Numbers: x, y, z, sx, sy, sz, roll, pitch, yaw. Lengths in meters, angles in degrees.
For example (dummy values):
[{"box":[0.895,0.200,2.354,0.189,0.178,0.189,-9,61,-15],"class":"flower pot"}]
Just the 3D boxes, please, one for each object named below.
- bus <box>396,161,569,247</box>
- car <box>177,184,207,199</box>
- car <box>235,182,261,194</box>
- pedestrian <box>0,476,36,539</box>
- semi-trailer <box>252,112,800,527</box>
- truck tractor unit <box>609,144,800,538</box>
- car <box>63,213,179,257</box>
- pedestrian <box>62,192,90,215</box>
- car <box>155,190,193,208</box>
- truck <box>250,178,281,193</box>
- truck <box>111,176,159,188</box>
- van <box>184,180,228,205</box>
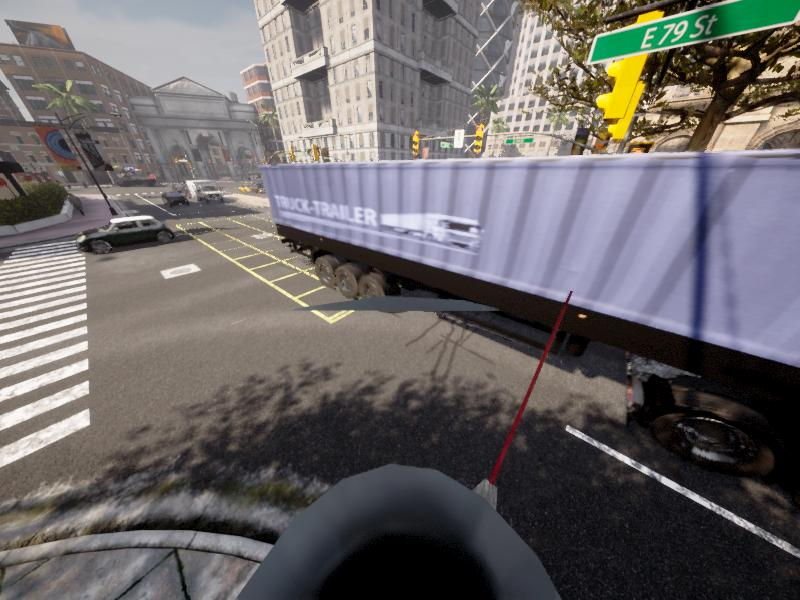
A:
[{"box":[4.914,-7.339,16.467,10.273,4.253,3.944,23,37,34],"class":"bus"},{"box":[-31.092,-16.241,34.507,4.856,1.649,2.033,23,37,34],"class":"car"},{"box":[-26.500,-19.516,40.229,5.366,1.575,1.801,23,37,34],"class":"car"},{"box":[-5.318,2.116,2.428,0.751,1.860,0.751,12,32,20],"class":"pedestrian"},{"box":[0.957,-1.634,6.416,14.254,4.402,2.717,23,37,34],"class":"semi-trailer"},{"box":[7.013,0.996,2.049,6.516,4.208,3.053,23,37,34],"class":"truck tractor unit"},{"box":[-15.636,-3.861,13.216,1.970,1.475,3.806,23,37,34],"class":"car"},{"box":[-29.369,-8.755,20.955,0.751,1.860,0.751,23,37,34],"class":"pedestrian"},{"box":[-27.136,-12.180,27.707,5.357,1.411,2.033,23,37,34],"class":"car"},{"box":[-25.178,-21.475,43.098,6.274,2.098,2.390,23,37,34],"class":"truck"},{"box":[-57.959,-25.901,50.763,6.274,2.098,2.390,-14,33,-22],"class":"truck"},{"box":[-25.231,-14.113,30.022,6.366,2.431,2.351,23,37,34],"class":"van"}]
